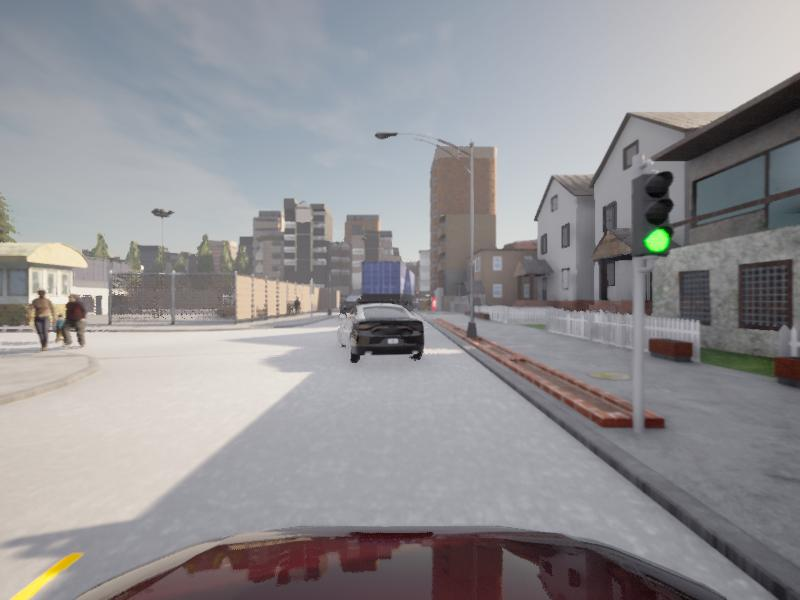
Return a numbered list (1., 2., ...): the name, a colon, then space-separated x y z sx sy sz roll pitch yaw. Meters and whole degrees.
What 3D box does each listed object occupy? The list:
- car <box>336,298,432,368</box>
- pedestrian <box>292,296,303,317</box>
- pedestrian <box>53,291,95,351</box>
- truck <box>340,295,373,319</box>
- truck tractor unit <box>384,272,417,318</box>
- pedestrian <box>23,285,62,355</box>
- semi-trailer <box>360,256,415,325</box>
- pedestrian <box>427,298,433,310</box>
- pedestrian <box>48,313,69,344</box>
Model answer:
1. car: -0.761 0.787 12.145 1.930 1.638 5.238 0 0 -13
2. pedestrian: -9.204 0.581 35.910 0.751 1.860 0.751 0 0 6
3. pedestrian: -10.495 0.654 12.892 0.751 1.860 0.751 0 0 0
4. truck: -3.950 0.591 37.317 2.390 2.098 6.274 0 0 0
5. truck tractor unit: 0.054 -0.467 40.355 3.053 4.208 6.516 0 0 0
6. pedestrian: -10.016 0.539 11.236 0.751 1.860 0.751 0 0 -38
7. semi-trailer: -0.525 -0.576 32.473 2.717 4.402 14.254 0 0 6
8. pedestrian: 4.522 0.603 60.727 0.751 1.860 0.751 0 0 -7
9. pedestrian: -12.701 1.037 14.893 0.500 1.100 0.500 0 0 -25
